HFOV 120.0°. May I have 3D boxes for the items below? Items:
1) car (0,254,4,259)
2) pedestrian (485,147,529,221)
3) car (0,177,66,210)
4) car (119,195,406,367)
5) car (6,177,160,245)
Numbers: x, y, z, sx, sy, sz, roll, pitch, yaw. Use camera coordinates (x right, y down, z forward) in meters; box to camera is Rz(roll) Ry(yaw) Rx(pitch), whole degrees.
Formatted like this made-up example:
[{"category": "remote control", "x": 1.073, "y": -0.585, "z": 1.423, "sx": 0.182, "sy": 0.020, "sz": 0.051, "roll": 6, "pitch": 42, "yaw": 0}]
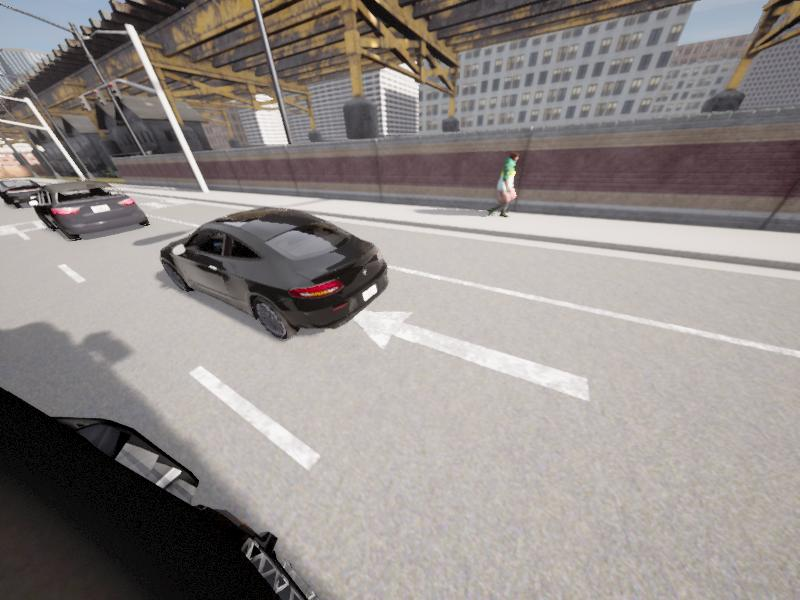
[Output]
[{"category": "car", "x": -14.239, "y": -1.851, "z": 6.560, "sx": 4.792, "sy": 1.488, "sz": 2.163, "roll": 15, "pitch": 37, "yaw": 25}, {"category": "pedestrian", "x": 3.174, "y": -3.455, "z": 6.920, "sx": 0.751, "sy": 1.860, "sz": 0.751, "roll": 16, "pitch": 38, "yaw": 26}, {"category": "car", "x": -25.423, "y": -7.280, "z": 15.620, "sx": 4.902, "sy": 1.511, "sz": 2.128, "roll": 16, "pitch": 38, "yaw": 26}, {"category": "car", "x": -2.403, "y": -0.800, "z": 4.061, "sx": 4.674, "sy": 1.442, "sz": 1.812, "roll": 16, "pitch": 38, "yaw": 26}, {"category": "car", "x": -12.076, "y": -3.604, "z": 8.860, "sx": 4.611, "sy": 1.667, "sz": 2.242, "roll": 16, "pitch": 38, "yaw": 26}]
